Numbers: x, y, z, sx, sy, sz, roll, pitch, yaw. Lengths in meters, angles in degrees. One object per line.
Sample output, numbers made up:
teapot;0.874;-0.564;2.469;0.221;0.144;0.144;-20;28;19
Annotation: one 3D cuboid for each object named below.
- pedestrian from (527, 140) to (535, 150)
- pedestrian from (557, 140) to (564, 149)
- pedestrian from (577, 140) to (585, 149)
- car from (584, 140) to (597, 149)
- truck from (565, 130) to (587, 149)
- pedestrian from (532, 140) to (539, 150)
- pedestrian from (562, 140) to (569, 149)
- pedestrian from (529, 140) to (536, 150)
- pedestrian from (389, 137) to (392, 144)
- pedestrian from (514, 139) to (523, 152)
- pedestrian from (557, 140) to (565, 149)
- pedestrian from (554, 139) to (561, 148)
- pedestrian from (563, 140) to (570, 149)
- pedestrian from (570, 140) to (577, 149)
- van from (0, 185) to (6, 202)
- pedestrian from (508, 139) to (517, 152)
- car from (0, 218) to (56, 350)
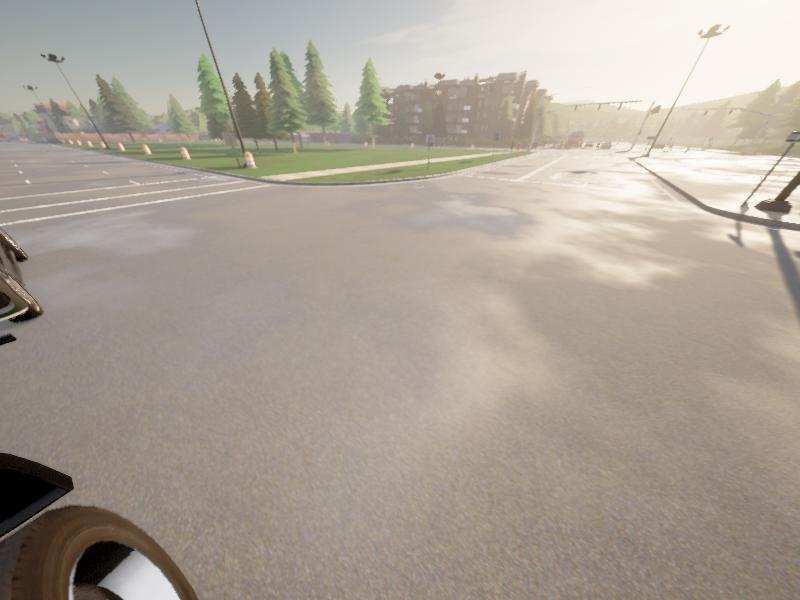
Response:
pedestrian;28.754;-34.034;50.655;0.751;1.860;0.751;26;43;32
pedestrian;39.208;-37.954;56.296;0.751;1.860;0.751;21;40;26
pedestrian;42.487;-36.523;54.302;0.751;1.860;0.751;18;39;24
car;47.520;-38.845;57.667;1.905;1.878;3.866;22;41;28
truck;46.230;-42.130;60.602;2.891;3.827;8.468;22;41;28
pedestrian;29.603;-33.838;50.381;0.751;1.860;0.751;22;40;27
pedestrian;39.941;-37.507;55.670;0.751;1.860;0.751;14;38;19
pedestrian;28.511;-33.399;49.752;0.751;1.860;0.751;24;42;30
pedestrian;-3.253;-55.363;80.260;0.751;1.860;0.751;23;41;29
pedestrian;21.396;-27.943;41.704;0.751;1.860;0.751;24;42;30
pedestrian;38.694;-37.354;55.442;0.751;1.860;0.751;2;35;3
pedestrian;38.794;-38.667;57.009;0.751;1.860;0.751;26;42;31
pedestrian;39.536;-37.036;55.000;0.751;1.860;0.751;20;40;26
pedestrian;40.837;-36.587;54.378;0.751;1.860;0.751;18;39;24
van;-18.572;-5.218;9.383;4.442;1.987;1.775;22;41;28
pedestrian;19.126;-26.268;39.314;0.751;1.860;0.751;25;42;30
car;-7.539;-0.580;3.241;5.027;1.651;2.152;22;41;28
